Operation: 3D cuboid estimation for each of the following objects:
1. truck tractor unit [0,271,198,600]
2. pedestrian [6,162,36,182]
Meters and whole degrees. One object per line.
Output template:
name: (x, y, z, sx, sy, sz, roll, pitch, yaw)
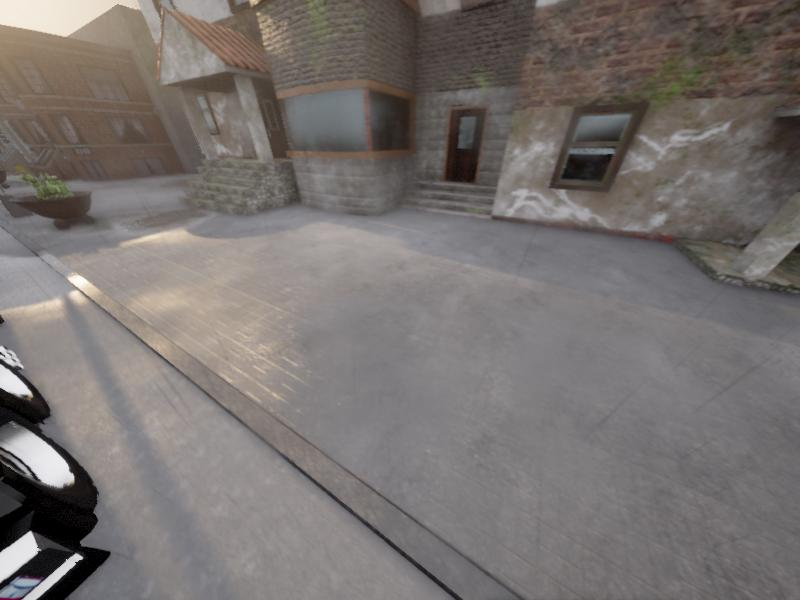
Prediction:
truck tractor unit: (-5.124, -0.287, 0.762, 6.516, 4.208, 3.053, 18, 39, 24)
pedestrian: (-24.354, -8.240, 14.863, 0.500, 1.100, 0.500, 28, 44, 34)
